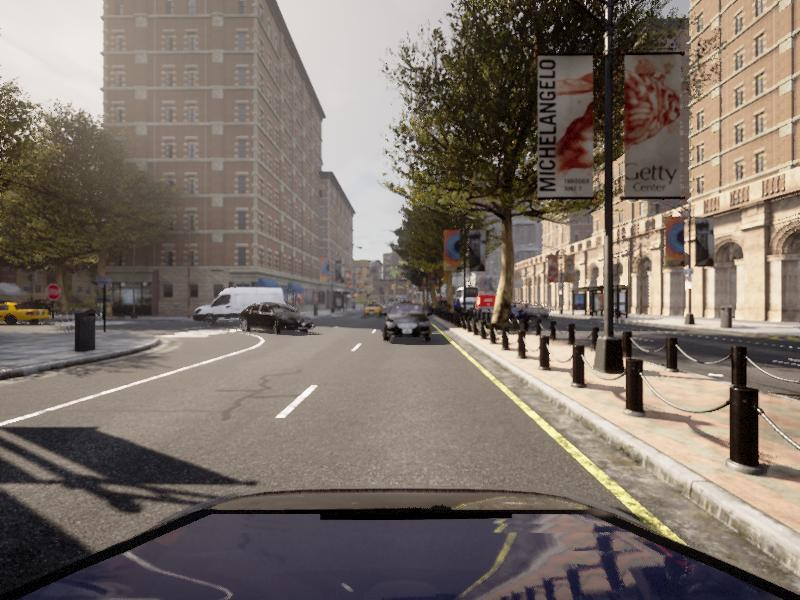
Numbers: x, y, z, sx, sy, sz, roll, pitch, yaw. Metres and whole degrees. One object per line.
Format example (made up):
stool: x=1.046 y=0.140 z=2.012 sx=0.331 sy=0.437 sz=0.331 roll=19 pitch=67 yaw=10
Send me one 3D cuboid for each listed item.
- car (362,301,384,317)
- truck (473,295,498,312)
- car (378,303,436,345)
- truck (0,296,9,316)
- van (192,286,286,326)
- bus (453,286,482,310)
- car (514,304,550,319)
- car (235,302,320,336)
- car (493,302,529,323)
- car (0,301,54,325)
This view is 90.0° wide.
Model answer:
car: x=-2.785 y=0.916 z=42.657 sx=1.801 sy=1.575 sz=5.366 roll=0 pitch=0 yaw=1
truck: x=12.512 y=0.508 z=58.895 sx=2.627 sy=2.467 sz=5.204 roll=0 pitch=-1 yaw=1
car: x=0.302 y=0.884 z=17.034 sx=2.128 sy=1.511 sz=4.902 roll=0 pitch=0 yaw=1
truck: x=-44.290 y=0.647 z=40.970 sx=2.390 sy=2.098 sz=6.274 roll=0 pitch=0 yaw=1
van: x=-11.169 y=0.398 z=28.098 sx=5.915 sy=2.561 sz=1.988 roll=0 pitch=0 yaw=-23
bus: x=12.688 y=-0.333 z=76.405 sx=3.944 sy=4.253 sz=10.273 roll=0 pitch=0 yaw=1
car: x=12.145 y=1.045 z=37.123 sx=1.895 sy=1.301 sz=4.718 roll=0 pitch=0 yaw=1
car: x=-6.359 y=0.899 z=20.419 sx=4.892 sy=1.490 sz=1.837 roll=0 pitch=-1 yaw=41
car: x=8.545 y=0.911 z=31.156 sx=1.845 sy=1.501 sz=3.633 roll=0 pitch=0 yaw=1
car: x=-27.138 y=0.873 z=27.361 sx=5.366 sy=1.575 sz=1.801 roll=0 pitch=0 yaw=0
